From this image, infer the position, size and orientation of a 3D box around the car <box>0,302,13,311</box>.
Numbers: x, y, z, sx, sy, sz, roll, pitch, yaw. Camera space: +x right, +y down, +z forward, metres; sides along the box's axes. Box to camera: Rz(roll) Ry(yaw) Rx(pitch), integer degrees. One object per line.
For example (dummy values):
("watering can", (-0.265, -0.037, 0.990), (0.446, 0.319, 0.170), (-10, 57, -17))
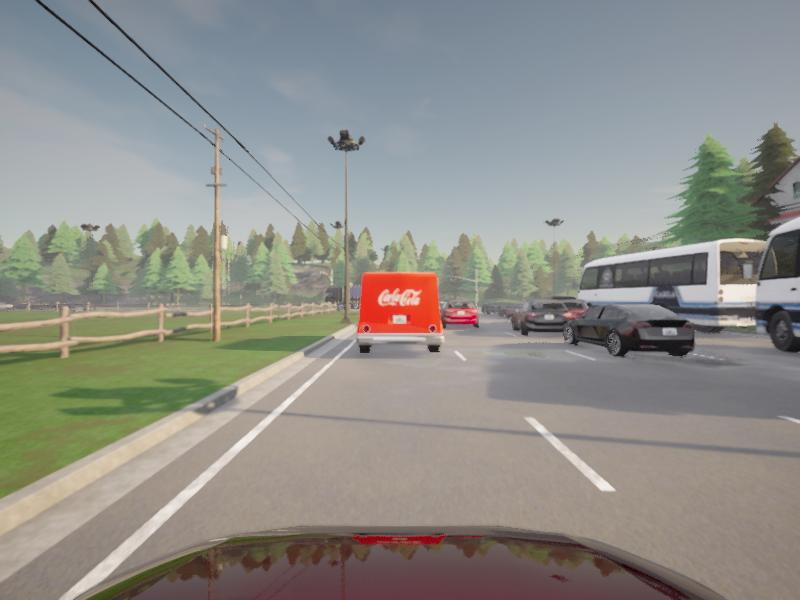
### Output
("car", (-65.089, 1.046, 63.922), (4.718, 1.301, 1.895), (0, 0, 0))

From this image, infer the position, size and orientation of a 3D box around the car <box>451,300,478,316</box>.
("car", (6.967, 0.852, 43.688), (2.152, 1.651, 5.027), (0, 0, 0))

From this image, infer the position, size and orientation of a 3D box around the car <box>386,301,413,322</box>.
("car", (-0.024, 0.881, 32.513), (2.007, 1.525, 4.514), (0, 0, 0))

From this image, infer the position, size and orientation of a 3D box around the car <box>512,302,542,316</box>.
("car", (13.964, 0.942, 44.174), (1.812, 1.442, 4.674), (0, -1, 0))

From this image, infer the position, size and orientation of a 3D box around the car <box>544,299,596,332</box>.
("car", (9.803, 0.794, 22.803), (2.242, 1.667, 4.611), (0, 0, 29))

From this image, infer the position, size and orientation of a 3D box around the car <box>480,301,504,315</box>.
("car", (10.411, 0.887, 45.667), (1.789, 1.549, 3.705), (0, 0, -1))

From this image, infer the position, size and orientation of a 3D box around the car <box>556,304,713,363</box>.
("car", (6.990, 0.872, 12.705), (2.163, 1.488, 4.792), (0, 0, 0))

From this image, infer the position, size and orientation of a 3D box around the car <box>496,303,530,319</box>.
("car", (10.424, 0.966, 37.116), (1.994, 1.385, 4.181), (0, 0, 1))

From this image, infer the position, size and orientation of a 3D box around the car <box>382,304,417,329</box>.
("car", (-0.018, 0.948, 24.875), (1.994, 1.385, 4.181), (0, 0, 0))

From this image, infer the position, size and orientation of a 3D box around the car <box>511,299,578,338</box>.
("car", (6.806, 0.788, 19.458), (2.242, 1.667, 4.611), (0, 0, 9))

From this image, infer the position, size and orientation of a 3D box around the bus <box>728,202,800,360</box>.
("bus", (12.242, -0.517, 8.680), (3.944, 4.253, 10.273), (0, 0, 14))

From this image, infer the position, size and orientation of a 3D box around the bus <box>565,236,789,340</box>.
("bus", (13.697, -0.496, 21.682), (3.944, 4.253, 10.273), (0, 0, -9))

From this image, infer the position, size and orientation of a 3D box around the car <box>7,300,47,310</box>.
("car", (-62.865, 0.864, 67.411), (4.611, 1.667, 2.242), (0, 0, 0))

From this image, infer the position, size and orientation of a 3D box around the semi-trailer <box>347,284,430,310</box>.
("semi-trailer", (-1.958, -0.504, 70.551), (14.254, 4.402, 2.717), (0, 0, 0))

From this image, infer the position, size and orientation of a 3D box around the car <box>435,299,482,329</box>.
("car", (3.482, 0.796, 24.875), (2.242, 1.667, 4.611), (0, 0, 0))

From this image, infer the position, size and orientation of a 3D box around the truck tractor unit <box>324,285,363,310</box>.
("truck tractor unit", (-9.873, -0.406, 70.607), (6.516, 4.208, 3.053), (0, 0, 0))

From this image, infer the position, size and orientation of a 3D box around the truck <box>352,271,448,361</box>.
("truck", (-0.008, 0.392, 13.572), (2.627, 2.467, 5.204), (0, 1, 0))
